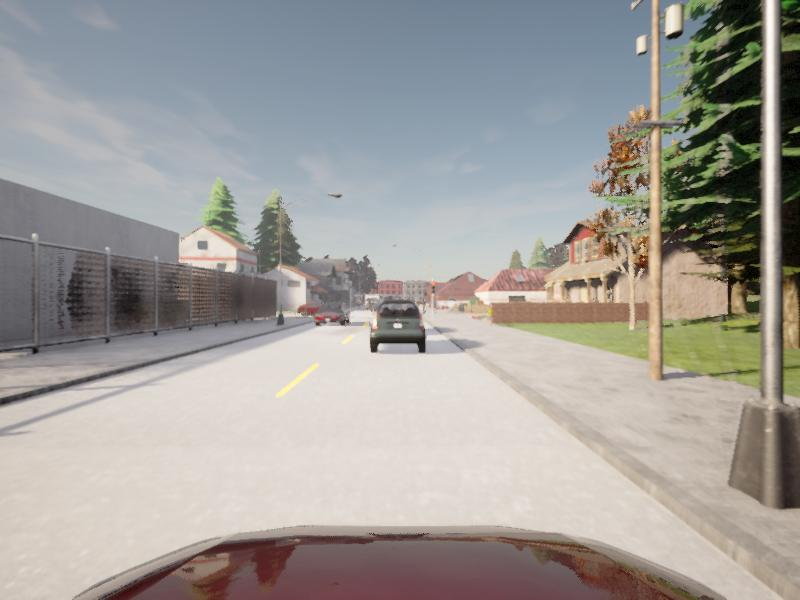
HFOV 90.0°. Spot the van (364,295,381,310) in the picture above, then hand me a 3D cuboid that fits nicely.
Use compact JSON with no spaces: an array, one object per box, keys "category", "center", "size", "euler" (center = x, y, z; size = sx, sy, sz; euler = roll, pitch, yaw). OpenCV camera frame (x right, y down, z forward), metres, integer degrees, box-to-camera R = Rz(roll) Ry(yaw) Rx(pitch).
[{"category":"van","center":[-4.409,0.372,64.758],"size":[2.351,2.431,6.366],"euler":[0,0,0]}]

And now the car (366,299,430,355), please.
[{"category":"car","center":[-0.066,0.790,13.590],"size":[1.851,1.617,3.988],"euler":[0,0,0]}]

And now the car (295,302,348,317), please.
[{"category":"car","center":[-7.491,0.873,38.303],"size":[4.674,1.442,1.812],"euler":[0,0,17]}]

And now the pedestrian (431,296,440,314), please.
[{"category":"pedestrian","center":[3.769,0.537,42.421],"size":[0.751,1.860,0.751],"euler":[0,0,-8]}]

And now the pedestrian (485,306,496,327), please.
[{"category":"pedestrian","center":[5.052,0.915,22.242],"size":[0.500,1.100,0.500],"euler":[0,0,0]}]

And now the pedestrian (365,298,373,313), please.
[{"category":"pedestrian","center":[-3.844,0.642,49.773],"size":[0.751,1.860,0.751],"euler":[0,0,17]}]

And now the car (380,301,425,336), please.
[{"category":"car","center":[0.027,0.830,20.095],"size":[2.007,1.525,4.514],"euler":[0,0,-2]}]

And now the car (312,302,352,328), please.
[{"category":"car","center":[-4.132,0.857,24.925],"size":[1.816,1.474,4.193],"euler":[0,0,0]}]
